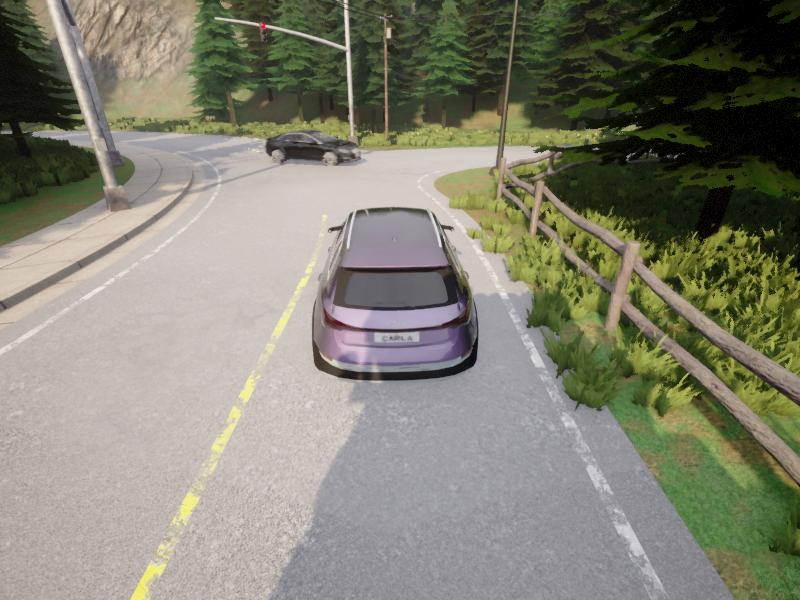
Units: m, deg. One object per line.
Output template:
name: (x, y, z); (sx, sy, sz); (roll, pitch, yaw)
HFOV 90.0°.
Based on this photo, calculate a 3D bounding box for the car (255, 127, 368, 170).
car: (-4.286, -7.482, 19.559); (4.902, 1.511, 2.128); (10, 29, 19)

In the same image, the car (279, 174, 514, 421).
car: (-0.114, -0.596, 5.993); (2.033, 1.649, 4.856); (-1, 27, -2)
